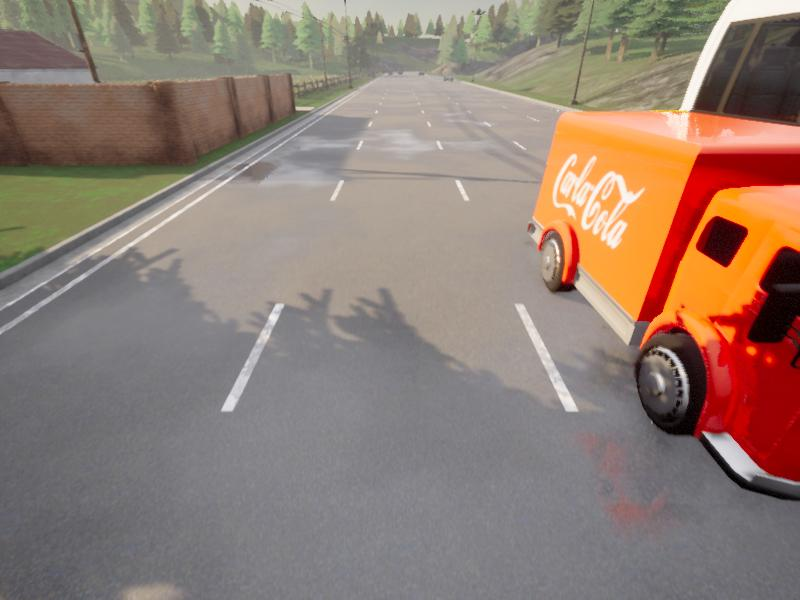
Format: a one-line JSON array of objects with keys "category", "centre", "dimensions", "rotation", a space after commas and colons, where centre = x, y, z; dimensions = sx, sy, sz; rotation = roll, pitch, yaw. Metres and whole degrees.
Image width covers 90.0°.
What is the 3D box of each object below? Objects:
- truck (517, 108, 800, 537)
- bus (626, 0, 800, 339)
[{"category": "truck", "centre": [3.496, -0.617, 4.599], "dimensions": [2.627, 2.467, 5.204], "rotation": [0, 30, 0]}, {"category": "bus", "centre": [7.115, -1.068, 3.605], "dimensions": [3.944, 4.253, 10.273], "rotation": [0, 30, 0]}]
